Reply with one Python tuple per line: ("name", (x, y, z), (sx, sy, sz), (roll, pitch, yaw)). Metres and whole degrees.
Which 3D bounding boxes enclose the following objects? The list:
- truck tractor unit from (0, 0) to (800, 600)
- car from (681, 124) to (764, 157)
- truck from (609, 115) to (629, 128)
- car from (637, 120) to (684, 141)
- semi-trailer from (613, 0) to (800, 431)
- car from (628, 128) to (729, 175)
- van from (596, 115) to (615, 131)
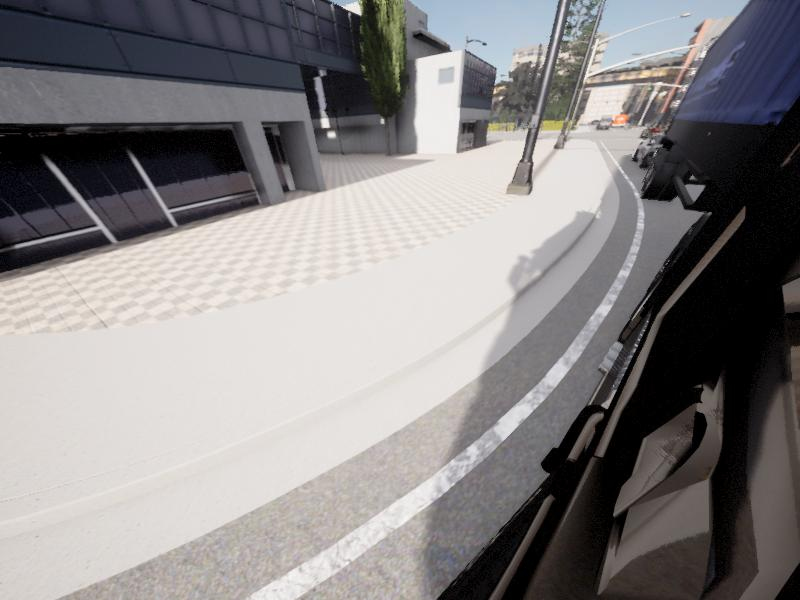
("truck tractor unit", (2.645, -0.295, 0.351), (6.516, 4.208, 3.053), (-28, 44, -30))
("car", (20.345, -10.309, 14.838), (1.845, 1.501, 3.633), (19, 42, 26))
("truck", (54.972, -44.941, 58.102), (2.627, 2.467, 5.204), (19, 42, 26))
("car", (28.476, -18.699, 25.470), (2.033, 1.649, 4.856), (16, 41, 24))
("semi-trailer", (7.970, -4.023, 4.827), (2.717, 4.402, 14.254), (26, 45, 32))
("car", (13.735, -7.745, 11.844), (2.038, 1.542, 4.974), (19, 42, 27))
("van", (43.908, -37.986, 49.474), (1.988, 2.561, 5.915), (19, 42, 26))
